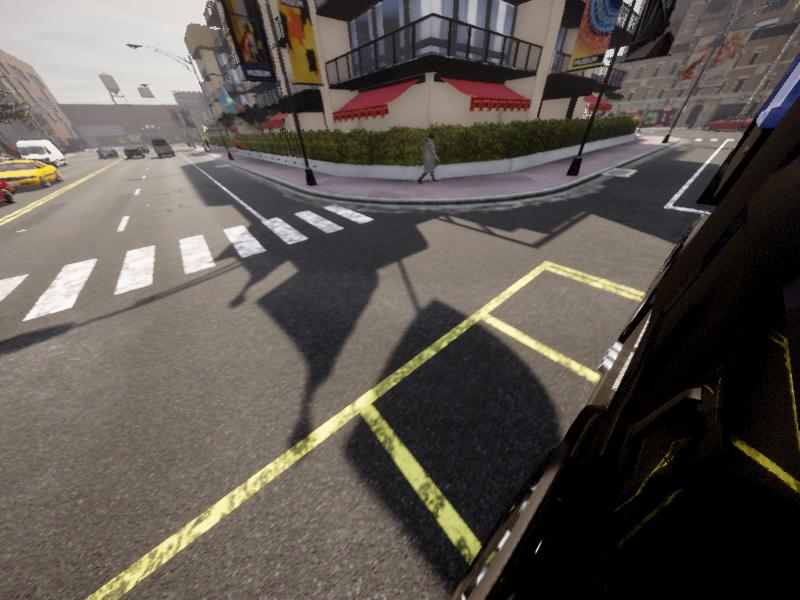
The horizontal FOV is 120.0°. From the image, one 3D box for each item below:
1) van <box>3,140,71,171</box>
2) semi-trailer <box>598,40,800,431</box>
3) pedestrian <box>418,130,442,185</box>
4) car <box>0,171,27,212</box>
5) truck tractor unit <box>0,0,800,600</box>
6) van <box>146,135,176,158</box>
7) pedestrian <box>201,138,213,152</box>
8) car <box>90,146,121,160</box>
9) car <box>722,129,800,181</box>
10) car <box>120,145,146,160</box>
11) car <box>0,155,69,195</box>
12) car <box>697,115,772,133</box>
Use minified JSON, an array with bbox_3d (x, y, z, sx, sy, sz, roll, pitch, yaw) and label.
[{"bbox_3d":[-39.986,-16.197,25.742,1.988,2.561,5.915,-28,44,-30],"label":"van"},{"bbox_3d":[8.695,-3.610,4.227,14.254,4.402,2.717,-28,44,-30],"label":"semi-trailer"},{"bbox_3d":[1.204,-5.873,9.571,0.751,1.860,0.751,-9,37,-8],"label":"pedestrian"},{"bbox_3d":[-18.022,-4.164,9.292,1.895,1.301,4.718,-28,44,-30],"label":"car"},{"bbox_3d":[2.645,-0.295,0.351,6.516,4.208,3.053,-28,44,-30],"label":"truck tractor unit"},{"bbox_3d":[-36.222,-23.375,35.086,1.988,2.561,5.915,-28,44,-30],"label":"van"},{"bbox_3d":[-30.865,-24.877,37.020,0.751,1.860,0.751,-21,40,-22],"label":"pedestrian"},{"bbox_3d":[-46.373,-23.340,36.552,2.128,1.511,4.902,-28,44,-30],"label":"car"},{"bbox_3d":[16.349,-6.483,10.095,5.357,1.411,2.033,-28,44,-30],"label":"car"},{"bbox_3d":[-39.721,-22.089,34.469,1.837,1.490,4.892,-28,44,-30],"label":"car"},{"bbox_3d":[-23.533,-7.983,14.512,1.801,1.575,5.366,-28,44,-30],"label":"car"},{"bbox_3d":[43.164,-22.857,30.049,2.152,1.651,5.027,-17,39,-18],"label":"car"}]
